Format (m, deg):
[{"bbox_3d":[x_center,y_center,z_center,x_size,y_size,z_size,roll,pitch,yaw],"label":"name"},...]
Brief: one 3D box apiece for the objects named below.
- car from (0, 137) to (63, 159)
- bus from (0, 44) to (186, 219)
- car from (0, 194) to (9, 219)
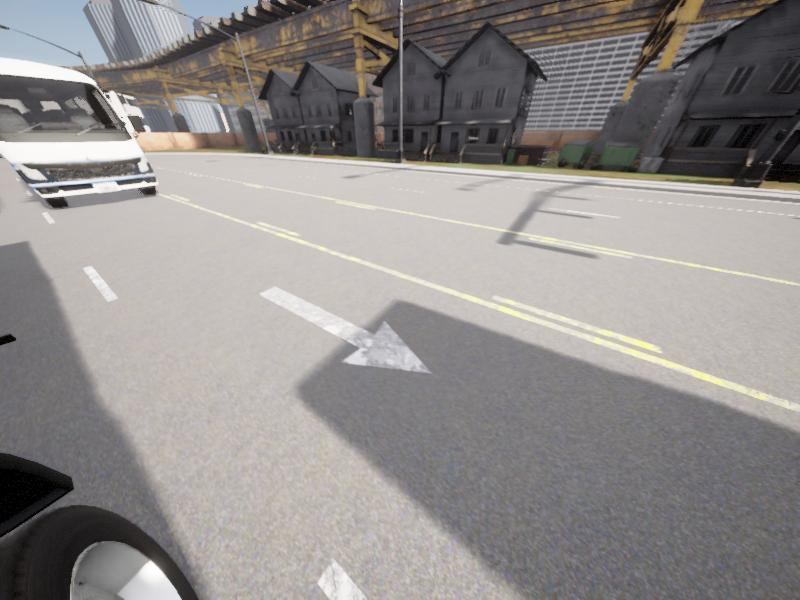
[{"bbox_3d":[-44.992,-17.948,27.272,5.566,2.045,2.150,-6,36,-8],"label":"car"},{"bbox_3d":[-14.812,-7.033,10.058,10.273,4.253,3.944,22,41,28],"label":"bus"},{"bbox_3d":[-16.024,-3.762,7.957,5.357,1.411,2.033,22,41,27],"label":"car"}]
